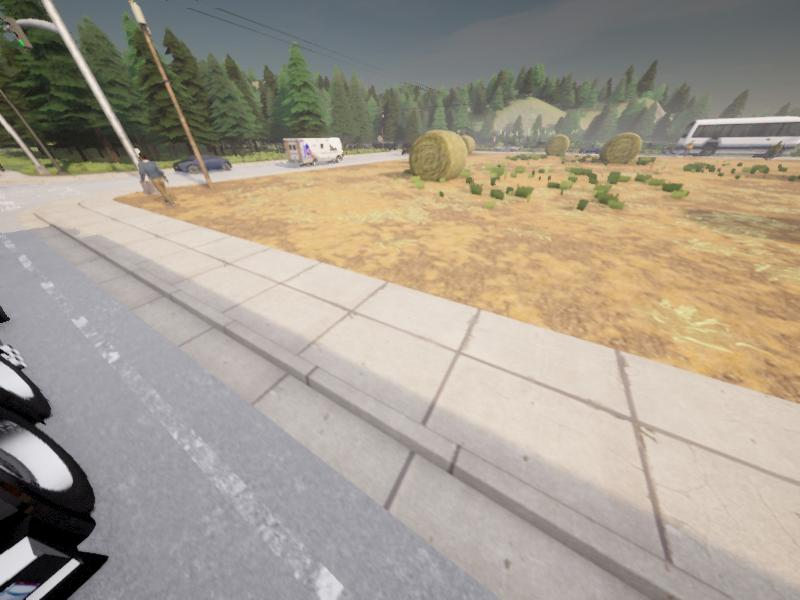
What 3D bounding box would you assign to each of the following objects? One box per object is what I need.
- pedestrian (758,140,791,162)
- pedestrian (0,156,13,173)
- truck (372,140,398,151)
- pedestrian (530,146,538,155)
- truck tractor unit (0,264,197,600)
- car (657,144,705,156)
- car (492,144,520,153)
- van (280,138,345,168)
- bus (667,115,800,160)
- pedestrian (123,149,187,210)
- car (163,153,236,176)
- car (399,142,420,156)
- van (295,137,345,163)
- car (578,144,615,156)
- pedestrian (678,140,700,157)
[{"bbox_3d":[37.650,-14.993,23.255,0.751,1.860,0.751,-11,36,-15],"label":"pedestrian"},{"bbox_3d":[-33.304,-11.538,18.952,0.751,1.860,0.751,24,41,30],"label":"pedestrian"},{"bbox_3d":[-3.691,-38.004,56.808,6.274,2.098,2.390,21,40,28],"label":"truck"},{"bbox_3d":[20.749,-23.107,35.750,0.500,1.100,0.500,-20,39,-26],"label":"pedestrian"},{"bbox_3d":[-5.110,-0.302,0.777,6.516,4.208,3.053,18,39,24],"label":"truck tractor unit"},{"bbox_3d":[42.362,-22.716,34.959,4.193,1.474,1.816,21,40,27],"label":"car"},{"bbox_3d":[21.311,-30.624,46.674,4.718,1.301,1.895,21,40,27],"label":"car"},{"bbox_3d":[-9.218,-16.193,25.283,2.351,2.431,6.366,19,39,25],"label":"van"},{"bbox_3d":[43.648,-20.996,30.056,10.273,4.253,3.944,20,40,27],"label":"bus"},{"bbox_3d":[-8.932,-4.414,8.497,0.751,1.860,0.751,20,40,27],"label":"pedestrian"},{"bbox_3d":[-17.276,-11.958,20.197,1.994,1.385,4.181,19,39,25],"label":"car"},{"bbox_3d":[1.694,-26.365,40.270,1.905,1.878,3.866,19,39,25],"label":"car"},{"bbox_3d":[-10.065,-19.310,29.673,1.988,2.561,5.915,19,39,25],"label":"van"},{"bbox_3d":[31.669,-24.360,37.421,4.193,1.474,1.816,21,40,27],"label":"car"},{"bbox_3d":[36.824,-19.296,29.448,0.751,1.860,0.751,-15,37,-20],"label":"pedestrian"}]
